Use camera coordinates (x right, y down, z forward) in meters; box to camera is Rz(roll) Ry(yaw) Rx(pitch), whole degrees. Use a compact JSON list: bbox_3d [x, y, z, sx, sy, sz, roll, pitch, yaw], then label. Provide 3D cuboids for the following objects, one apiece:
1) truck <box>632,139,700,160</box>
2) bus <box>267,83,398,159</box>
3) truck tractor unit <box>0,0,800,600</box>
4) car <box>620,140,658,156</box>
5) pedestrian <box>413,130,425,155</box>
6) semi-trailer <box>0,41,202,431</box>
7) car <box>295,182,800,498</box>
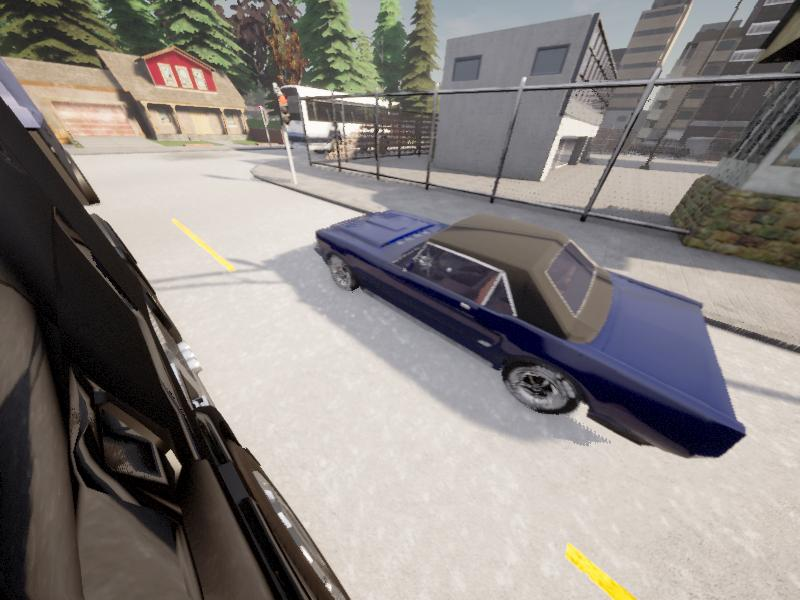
[{"bbox_3d":[39.114,-22.395,34.289,6.274,2.098,2.390,29,44,30],"label":"truck"},{"bbox_3d":[-5.024,-15.499,20.495,3.944,4.253,10.273,28,44,30],"label":"bus"},{"bbox_3d":[-2.645,-0.295,0.351,6.516,4.208,3.053,28,44,30],"label":"truck tractor unit"},{"bbox_3d":[39.417,-25.238,38.283,3.866,1.878,1.905,28,43,29],"label":"car"},{"bbox_3d":[1.800,-14.965,21.985,0.751,1.860,0.751,-15,40,-22],"label":"pedestrian"},{"bbox_3d":[-8.714,-3.595,4.212,14.254,4.402,2.717,28,44,30],"label":"semi-trailer"},{"bbox_3d":[0.829,-0.409,3.160,4.718,1.301,1.895,29,44,31],"label":"car"}]
